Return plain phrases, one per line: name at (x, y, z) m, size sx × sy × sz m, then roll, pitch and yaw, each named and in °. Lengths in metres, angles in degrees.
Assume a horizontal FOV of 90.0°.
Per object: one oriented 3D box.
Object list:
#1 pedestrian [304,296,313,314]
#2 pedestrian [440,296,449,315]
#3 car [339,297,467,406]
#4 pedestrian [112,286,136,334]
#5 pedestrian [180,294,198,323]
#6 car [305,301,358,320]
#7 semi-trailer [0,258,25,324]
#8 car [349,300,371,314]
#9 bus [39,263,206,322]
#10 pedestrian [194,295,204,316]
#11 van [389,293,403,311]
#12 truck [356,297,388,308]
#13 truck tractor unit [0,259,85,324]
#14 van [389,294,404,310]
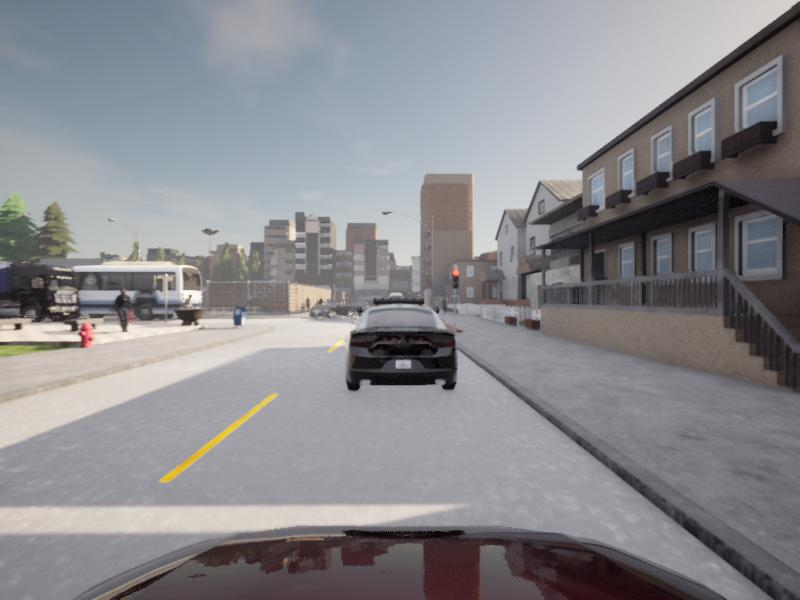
pedestrian at (-9.797, 0.506, 42.814) m, size 0.751 × 1.860 × 0.751 m, roll 0°, pitch 0°, yaw -1°
pedestrian at (4.225, 0.508, 37.928) m, size 0.751 × 1.860 × 0.751 m, roll 0°, pitch 0°, yaw 4°
car at (-0.030, 0.765, 8.611) m, size 1.930 × 1.638 × 5.238 m, roll 0°, pitch 0°, yaw -2°
pedestrian at (-11.027, 0.396, 15.968) m, size 0.751 × 1.860 × 0.751 m, roll 0°, pitch 0°, yaw -37°
pedestrian at (-13.496, 0.526, 25.592) m, size 0.751 × 1.860 × 0.751 m, roll 0°, pitch 0°, yaw 34°
car at (-5.648, 0.814, 33.809) m, size 2.128 × 1.511 × 4.902 m, roll 0°, pitch 0°, yaw 23°
semi-trailer at (-33.878, -0.635, 27.060) m, size 14.254 × 4.402 × 2.717 m, roll 0°, pitch 0°, yaw -1°
car at (-4.543, 0.793, 46.367) m, size 2.038 × 1.542 × 4.974 m, roll 0°, pitch 0°, yaw 0°
bus at (-21.195, -0.555, 31.145) m, size 10.273 × 4.253 × 3.944 m, roll 0°, pitch 0°, yaw 0°
pedestrian at (-18.664, 0.509, 37.138) m, size 0.751 × 1.860 × 0.751 m, roll 0°, pitch 0°, yaw -14°
van at (-0.638, 0.283, 59.023) m, size 1.988 × 2.561 × 5.915 m, roll 0°, pitch 0°, yaw -1°
truck at (-5.794, 0.487, 82.545) m, size 6.274 × 2.098 × 2.390 m, roll 0°, pitch -1°, yaw 31°
truck tractor unit at (-25.966, -0.536, 27.219) m, size 6.516 × 4.208 × 3.053 m, roll 0°, pitch 0°, yaw -2°
van at (-0.686, 0.334, 67.146) m, size 2.351 × 2.431 × 6.366 m, roll 0°, pitch 0°, yaw -2°
